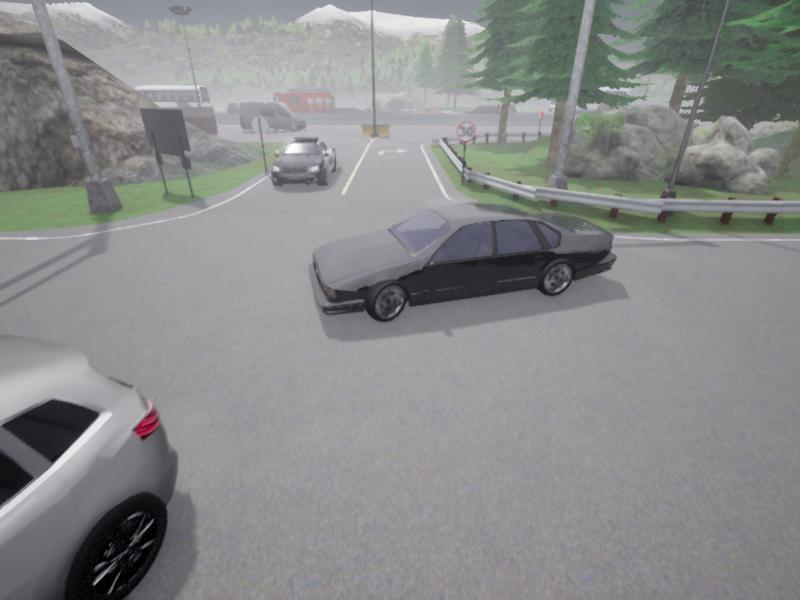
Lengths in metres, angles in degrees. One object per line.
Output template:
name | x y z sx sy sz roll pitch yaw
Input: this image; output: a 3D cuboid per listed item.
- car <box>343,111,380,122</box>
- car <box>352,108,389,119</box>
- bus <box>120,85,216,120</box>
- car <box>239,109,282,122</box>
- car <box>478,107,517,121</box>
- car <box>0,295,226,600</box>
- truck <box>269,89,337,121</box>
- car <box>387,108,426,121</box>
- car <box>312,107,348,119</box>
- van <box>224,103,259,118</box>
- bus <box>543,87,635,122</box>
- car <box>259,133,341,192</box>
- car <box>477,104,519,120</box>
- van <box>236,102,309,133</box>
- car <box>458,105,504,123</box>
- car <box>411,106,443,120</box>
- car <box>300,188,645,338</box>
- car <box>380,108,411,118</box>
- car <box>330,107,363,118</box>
car | -5.099 -24.638 53.645 4.718 1.301 1.895 0 27 0
car | -4.405 -27.876 59.856 5.357 1.411 2.033 0 27 0
bus | -31.988 -27.504 55.808 10.273 4.253 3.944 0 27 0
car | -18.583 -24.729 53.516 4.892 1.490 1.837 0 27 0
car | 13.754 -26.379 56.801 4.856 1.649 2.033 0 27 -1
car | -3.246 1.743 1.499 2.242 1.667 4.611 7 26 13
truck | -13.459 -27.364 56.135 8.468 3.827 2.891 0 27 0
car | 0.881 -26.362 56.731 5.366 1.575 1.801 0 27 0
car | -10.451 -27.927 59.794 4.902 1.511 2.128 0 27 0
van | -24.796 -29.742 62.707 4.442 1.987 1.775 0 27 0
bus | 26.269 -27.494 56.170 10.273 4.253 3.944 0 27 0
car | -3.704 -5.576 15.813 2.038 1.542 4.974 0 27 -1
car | 14.561 -28.161 59.826 5.566 2.045 2.150 0 27 0
van | -11.899 -17.203 37.745 5.915 2.561 1.988 0 27 0
car | 10.743 -24.969 53.573 5.566 2.045 2.150 0 27 0
car | 3.923 -27.985 59.850 4.611 1.667 2.242 -1 27 0
car | 1.139 -0.884 7.009 5.357 1.411 2.033 -8 28 -15
car | -0.672 -29.435 63.013 4.718 1.301 1.895 0 27 0
car | -8.306 -29.524 62.920 4.892 1.490 1.837 0 27 0
